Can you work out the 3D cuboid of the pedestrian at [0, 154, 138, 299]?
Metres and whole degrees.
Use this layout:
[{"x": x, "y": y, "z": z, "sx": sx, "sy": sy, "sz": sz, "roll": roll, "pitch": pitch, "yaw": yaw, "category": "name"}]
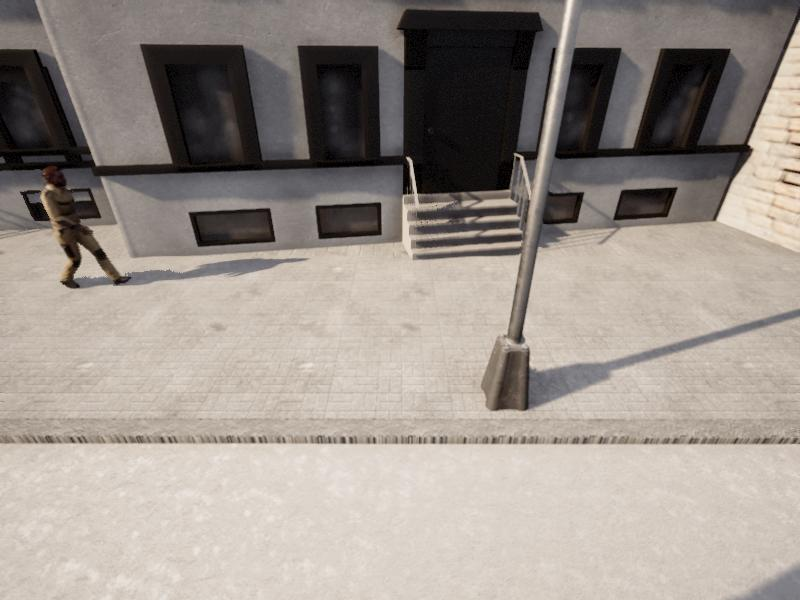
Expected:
[{"x": -4.588, "y": -1.016, "z": 5.644, "sx": 0.751, "sy": 1.860, "sz": 0.751, "roll": 1, "pitch": 30, "yaw": 1, "category": "pedestrian"}]
